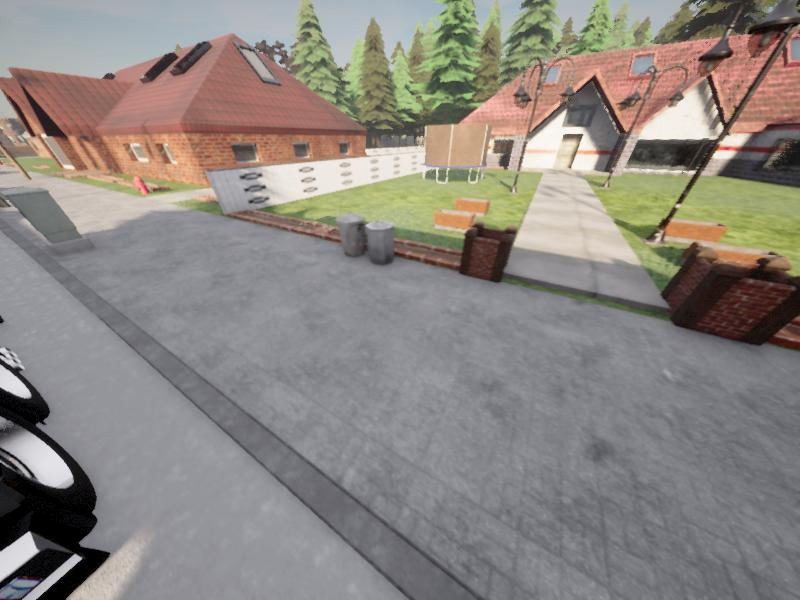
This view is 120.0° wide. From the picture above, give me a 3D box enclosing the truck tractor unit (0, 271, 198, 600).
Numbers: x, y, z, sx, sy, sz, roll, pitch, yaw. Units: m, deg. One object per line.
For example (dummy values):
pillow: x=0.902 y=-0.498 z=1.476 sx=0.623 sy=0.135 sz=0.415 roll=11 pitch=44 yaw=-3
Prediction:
truck tractor unit: x=-5.130 y=-0.278 z=0.774 sx=6.516 sy=4.208 sz=3.053 roll=17 pitch=39 yaw=24
